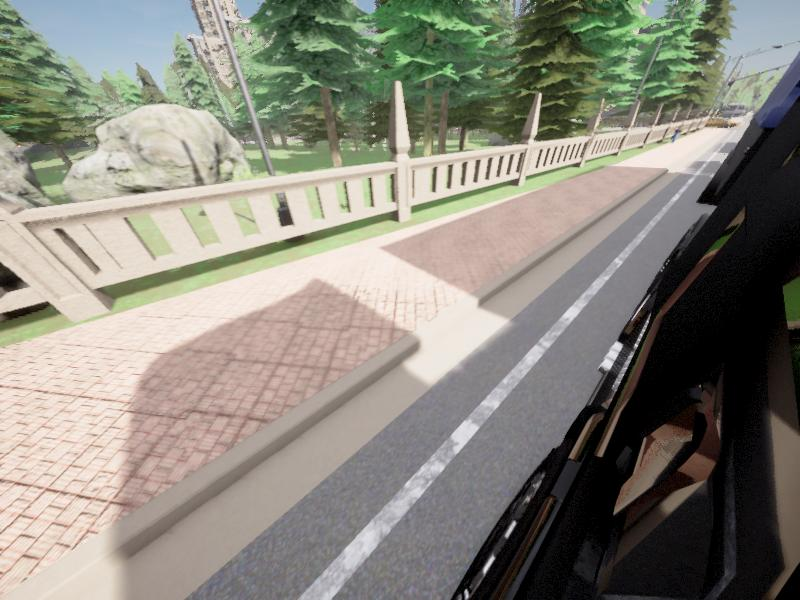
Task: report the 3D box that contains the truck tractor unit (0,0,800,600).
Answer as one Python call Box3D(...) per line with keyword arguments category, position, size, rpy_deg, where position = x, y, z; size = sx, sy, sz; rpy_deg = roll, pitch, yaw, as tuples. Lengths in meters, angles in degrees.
Box3D(category="truck tractor unit", position=(2.645, -0.295, 0.352), size=(6.516, 4.208, 3.053), rpy_deg=(-28, 44, -30))

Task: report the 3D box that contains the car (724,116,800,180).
Box3D(category="car", position=(16.256, -6.632, 9.884), size=(4.605, 1.855, 1.932), rpy_deg=(-29, 44, -30))

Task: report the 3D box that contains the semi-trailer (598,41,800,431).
Box3D(category="semi-trailer", position=(8.692, -3.612, 4.230), size=(14.254, 4.402, 2.717), rpy_deg=(-28, 44, -30))

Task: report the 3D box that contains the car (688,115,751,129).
Box3D(category="car", position=(49.254, -27.520, 35.864), size=(1.801, 1.575, 5.366), rpy_deg=(-14, 38, -14))

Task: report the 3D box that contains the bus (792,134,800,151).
Box3D(category="bus", position=(27.555, -10.819, 12.772), size=(10.273, 4.253, 3.944), rpy_deg=(-28, 44, -30))

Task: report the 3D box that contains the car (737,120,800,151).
Box3D(category="car", position=(25.209, -11.289, 15.815), size=(3.633, 1.501, 1.845), rpy_deg=(-28, 44, -30))
